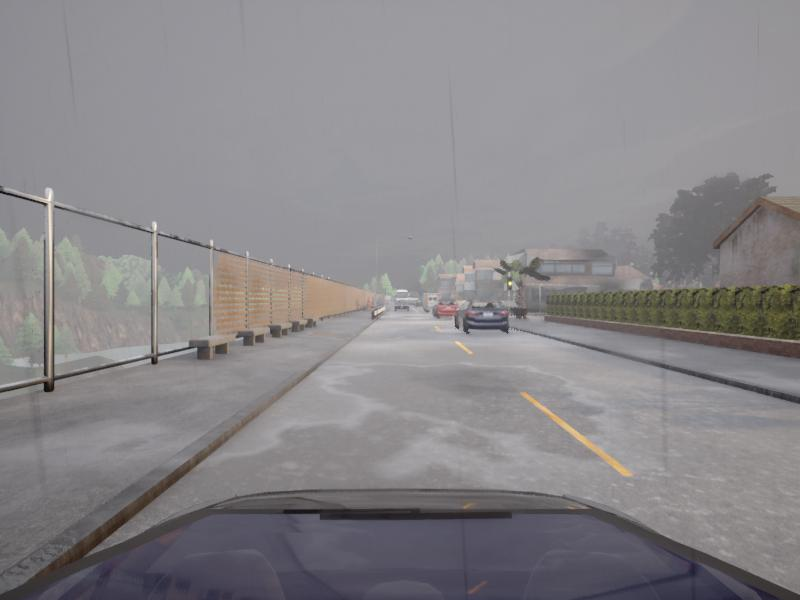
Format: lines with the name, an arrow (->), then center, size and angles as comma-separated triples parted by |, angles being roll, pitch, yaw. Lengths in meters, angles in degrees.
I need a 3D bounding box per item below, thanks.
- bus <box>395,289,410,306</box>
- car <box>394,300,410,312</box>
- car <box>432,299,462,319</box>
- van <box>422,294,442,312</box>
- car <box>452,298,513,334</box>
bus -> 0.660, -0.539, 105.287 | 3.944, 4.253, 10.273 | 0, 0, 0
car -> 0.314, 0.781, 57.989 | 2.152, 1.651, 5.027 | 0, 0, 2
car -> 4.189, 0.757, 36.557 | 2.242, 1.667, 4.611 | 0, 0, 0
van -> 4.285, 0.378, 54.784 | 2.351, 2.431, 6.366 | 0, 0, 0
car -> 4.110, 0.756, 20.728 | 2.242, 1.667, 4.611 | 0, 0, 0
